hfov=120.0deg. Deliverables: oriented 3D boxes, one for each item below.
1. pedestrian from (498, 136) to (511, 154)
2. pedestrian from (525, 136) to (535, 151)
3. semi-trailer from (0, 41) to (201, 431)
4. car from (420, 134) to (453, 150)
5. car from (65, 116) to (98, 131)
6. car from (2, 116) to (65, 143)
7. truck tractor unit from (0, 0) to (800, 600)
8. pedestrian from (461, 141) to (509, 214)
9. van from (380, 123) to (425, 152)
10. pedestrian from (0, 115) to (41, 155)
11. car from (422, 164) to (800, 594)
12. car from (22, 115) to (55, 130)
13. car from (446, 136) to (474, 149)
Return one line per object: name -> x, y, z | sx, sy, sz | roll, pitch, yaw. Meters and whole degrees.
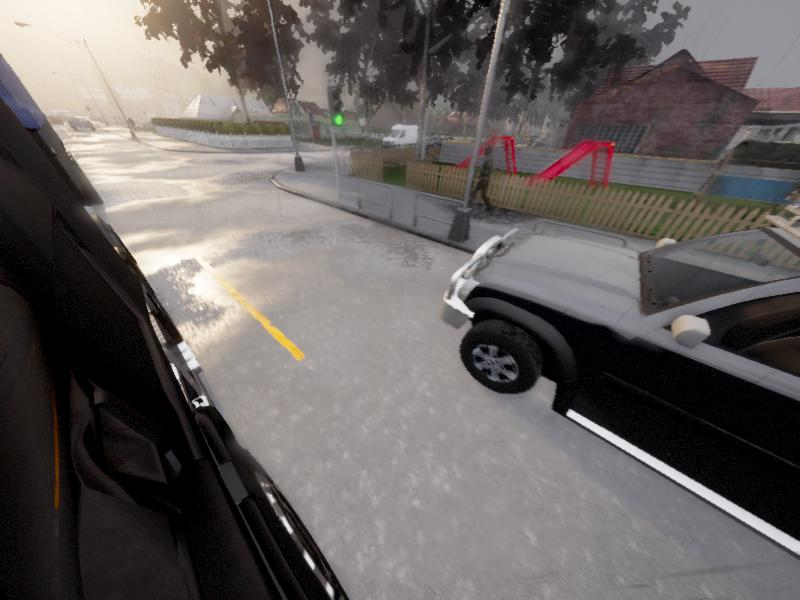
pedestrian -> 13.221, -19.643, 29.219 | 0.751, 1.860, 0.751 | 28, 43, 30
pedestrian -> 20.643, -24.805, 36.664 | 0.751, 1.860, 0.751 | 23, 41, 25
semi-trailer -> -8.695, -3.605, 4.235 | 14.254, 4.402, 2.717 | 28, 43, 30
car -> 5.254, -22.647, 33.137 | 2.152, 1.651, 5.027 | 28, 43, 30
car -> -48.310, -26.722, 35.004 | 5.027, 1.651, 2.152 | 28, 43, 30
car -> -31.834, -14.817, 20.060 | 4.611, 1.667, 2.242 | 26, 42, 27
truck tractor unit -> -2.645, -0.295, 0.352 | 6.516, 4.208, 3.053 | 28, 44, 30
pedestrian -> 2.570, -3.763, 7.141 | 0.751, 1.860, 0.751 | 28, 43, 30
van -> 0.348, -19.671, 28.043 | 1.988, 2.561, 5.915 | 28, 43, 30
pedestrian -> -22.774, -9.717, 13.611 | 0.751, 1.860, 0.751 | 13, 38, 14
car -> 2.696, 0.408, 1.745 | 4.605, 1.855, 1.932 | 29, 44, 29
car -> -52.827, -25.986, 33.788 | 4.514, 1.525, 2.007 | 28, 43, 30
car -> 9.861, -25.765, 37.677 | 1.801, 1.575, 5.366 | 28, 43, 30
